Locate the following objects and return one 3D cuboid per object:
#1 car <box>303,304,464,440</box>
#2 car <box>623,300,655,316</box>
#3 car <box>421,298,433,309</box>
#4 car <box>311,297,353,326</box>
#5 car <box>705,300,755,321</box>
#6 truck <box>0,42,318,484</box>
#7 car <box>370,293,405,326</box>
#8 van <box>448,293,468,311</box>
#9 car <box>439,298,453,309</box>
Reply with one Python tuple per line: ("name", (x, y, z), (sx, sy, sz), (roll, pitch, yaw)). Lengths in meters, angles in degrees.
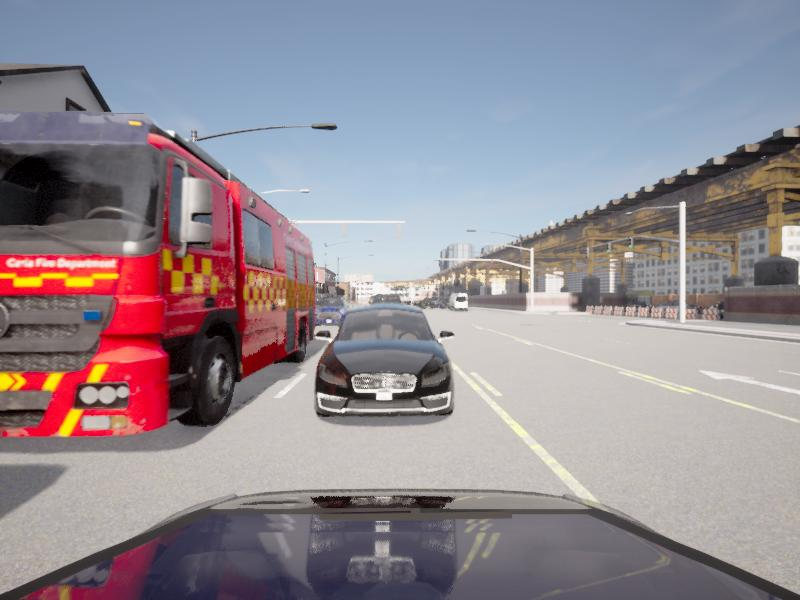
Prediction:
("car", (-0.248, 0.844, 7.022), (1.837, 1.490, 4.892), (0, 0, -2))
("car", (25.138, 0.796, 41.974), (2.038, 1.542, 4.974), (0, 0, 42))
("car", (4.793, 0.651, 71.733), (1.905, 1.878, 3.866), (0, 0, -2))
("car", (-4.342, 0.701, 26.361), (2.097, 1.767, 4.553), (0, 0, -2))
("car", (26.240, 0.796, 32.028), (2.038, 1.542, 4.974), (0, 0, 27))
("truck", (-3.775, -0.321, 7.687), (2.891, 3.827, 8.468), (0, 0, -2))
("car", (-0.862, 0.569, 27.258), (2.150, 2.045, 5.566), (0, 0, -2))
("van", (8.651, 0.323, 60.050), (1.988, 2.561, 5.915), (0, 0, -2))
("car", (8.283, 0.650, 72.103), (1.905, 1.878, 3.866), (0, 0, -2))
